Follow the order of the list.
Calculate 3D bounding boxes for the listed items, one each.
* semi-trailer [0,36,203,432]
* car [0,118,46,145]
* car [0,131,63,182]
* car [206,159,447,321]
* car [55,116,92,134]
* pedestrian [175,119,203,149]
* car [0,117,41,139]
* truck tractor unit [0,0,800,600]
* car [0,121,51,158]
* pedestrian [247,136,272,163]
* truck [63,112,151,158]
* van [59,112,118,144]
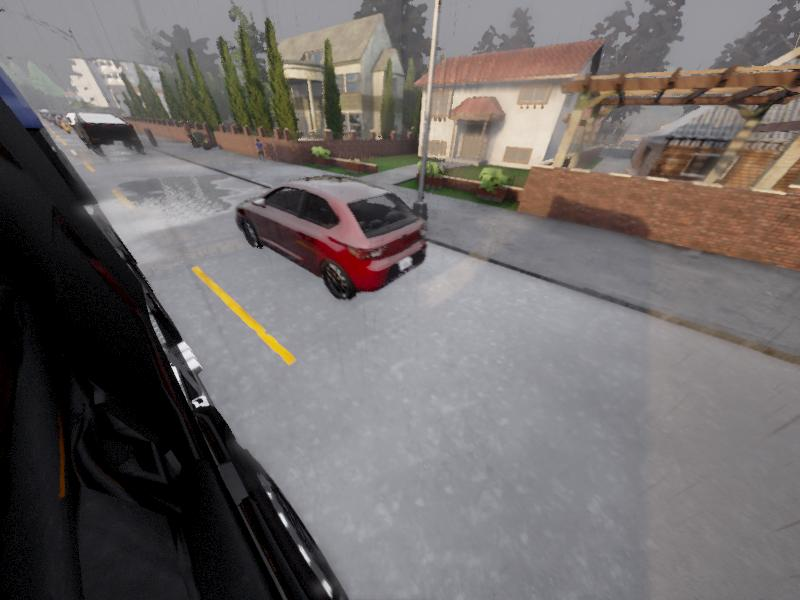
[{"bbox_3d":[-8.750,-3.575,4.169,14.254,4.402,2.717,28,43,29],"label":"semi-trailer"},{"bbox_3d":[-29.947,-13.189,18.007,4.514,1.525,2.007,28,43,29],"label":"car"},{"bbox_3d":[-15.933,-5.902,9.370,4.181,1.385,1.994,27,43,29],"label":"car"},{"bbox_3d":[-1.510,-1.546,4.396,4.193,1.474,1.816,27,43,29],"label":"car"},{"bbox_3d":[-39.811,-21.309,28.139,5.366,1.575,1.801,27,43,29],"label":"car"},{"bbox_3d":[-16.752,-13.202,18.401,0.751,1.860,0.751,15,38,16],"label":"pedestrian"},{"bbox_3d":[-34.920,-15.657,21.014,4.193,1.474,1.816,27,43,29],"label":"car"},{"bbox_3d":[-2.645,-0.295,0.352,6.516,4.208,3.053,28,44,30],"label":"truck tractor unit"},{"bbox_3d":[-22.833,-9.522,13.585,4.514,1.525,2.007,28,43,29],"label":"car"},{"bbox_3d":[-8.491,-9.143,13.999,0.751,1.300,0.751,31,45,32],"label":"pedestrian"},{"bbox_3d":[-19.680,-11.159,15.497,6.274,2.098,2.390,27,43,29],"label":"truck"},{"bbox_3d":[-27.409,-15.114,20.315,4.480,2.038,2.069,28,43,29],"label":"van"}]
